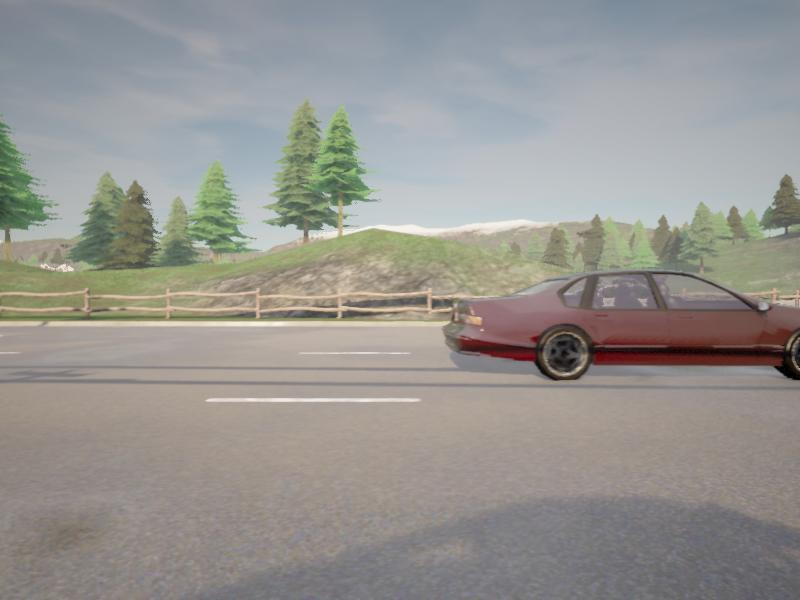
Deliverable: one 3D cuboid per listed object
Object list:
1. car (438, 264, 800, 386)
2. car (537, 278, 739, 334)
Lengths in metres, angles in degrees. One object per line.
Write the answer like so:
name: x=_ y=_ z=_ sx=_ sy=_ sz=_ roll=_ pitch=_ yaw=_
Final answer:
car: x=3.323 y=0.294 z=5.693 sx=5.357 sy=1.411 sz=2.033 roll=0 pitch=0 yaw=0
car: x=7.309 y=0.172 z=12.687 sx=5.238 sy=1.638 sz=1.930 roll=0 pitch=0 yaw=0
